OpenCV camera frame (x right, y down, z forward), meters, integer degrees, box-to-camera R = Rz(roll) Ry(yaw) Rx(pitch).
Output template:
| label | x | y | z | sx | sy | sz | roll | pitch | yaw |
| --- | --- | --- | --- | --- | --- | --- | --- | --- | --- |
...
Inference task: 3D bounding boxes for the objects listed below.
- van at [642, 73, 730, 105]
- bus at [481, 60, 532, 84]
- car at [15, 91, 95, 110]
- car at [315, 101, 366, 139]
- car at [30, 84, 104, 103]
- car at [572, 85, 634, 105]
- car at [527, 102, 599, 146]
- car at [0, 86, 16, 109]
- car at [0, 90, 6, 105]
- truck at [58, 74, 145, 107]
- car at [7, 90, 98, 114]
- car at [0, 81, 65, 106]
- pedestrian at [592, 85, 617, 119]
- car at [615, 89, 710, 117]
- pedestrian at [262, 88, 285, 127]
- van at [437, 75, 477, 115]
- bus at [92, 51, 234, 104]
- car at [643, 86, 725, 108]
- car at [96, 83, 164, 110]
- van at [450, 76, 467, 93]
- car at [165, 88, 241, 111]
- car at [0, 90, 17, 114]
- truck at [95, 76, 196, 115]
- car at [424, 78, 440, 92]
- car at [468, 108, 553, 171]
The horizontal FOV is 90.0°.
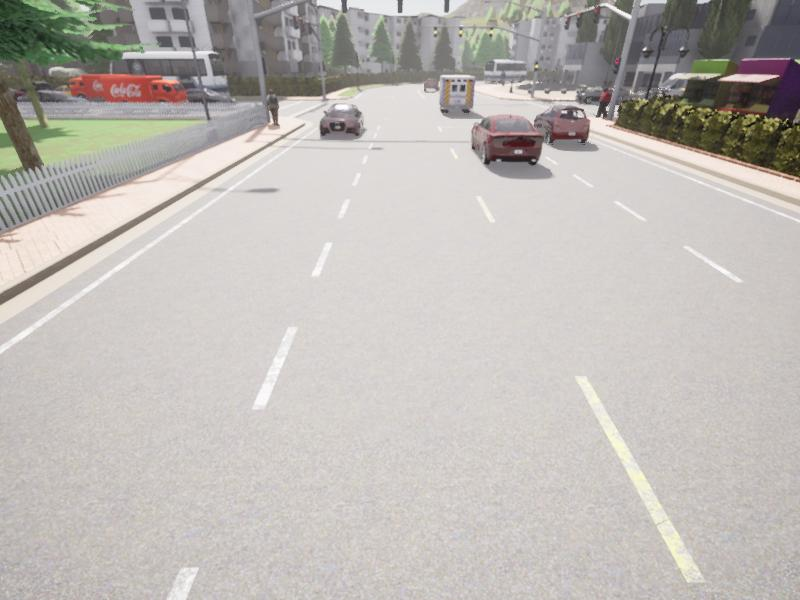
| label | x | y | z | sx | sy | sz | roll | pitch | yaw |
| --- | --- | --- | --- | --- | --- | --- | --- | --- | --- |
| van | 26.432 | -19.641 | 37.214 | 5.915 | 2.561 | 1.988 | 1 | 30 | 2 |
| bus | 22.638 | -48.673 | 85.302 | 10.273 | 4.253 | 3.944 | -18 | 35 | -28 |
| car | -28.533 | -16.569 | 33.164 | 4.718 | 1.301 | 1.895 | 1 | 30 | 2 |
| car | -2.982 | -9.481 | 20.941 | 1.994 | 1.385 | 4.181 | 0 | 30 | 1 |
| car | -32.552 | -20.293 | 39.267 | 5.366 | 1.575 | 1.801 | 1 | 30 | 2 |
| car | 19.028 | -19.322 | 37.669 | 4.514 | 1.525 | 2.007 | 1 | 30 | 2 |
| car | 7.486 | -8.323 | 18.796 | 1.845 | 1.501 | 3.633 | 0 | 30 | 1 |
| car | -35.740 | -16.842 | 33.304 | 5.027 | 1.651 | 2.152 | 1 | 30 | 2 |
| car | -39.546 | -18.637 | 36.468 | 5.008 | 1.535 | 1.882 | 1 | 30 | 2 |
| truck | -26.580 | -18.804 | 35.831 | 5.204 | 2.467 | 2.627 | 1 | 30 | 2 |
| car | -25.924 | -14.844 | 30.007 | 4.892 | 1.490 | 1.837 | 1 | 30 | 2 |
| car | -33.346 | -18.677 | 36.187 | 3.866 | 1.878 | 1.905 | 1 | 30 | 2 |
| pedestrian | 12.846 | -12.455 | 25.207 | 0.751 | 1.860 | 0.751 | 0 | 30 | 0 |
| car | 18.615 | -14.108 | 28.629 | 5.027 | 1.651 | 2.152 | 0 | 30 | 0 |
| pedestrian | -6.951 | -10.619 | 22.058 | 0.751 | 1.860 | 0.751 | 0 | 30 | 1 |
| van | 4.315 | -16.217 | 31.445 | 2.351 | 2.431 | 6.366 | 1 | 30 | 2 |
| bus | -22.138 | -21.197 | 38.169 | 10.273 | 4.253 | 3.944 | 1 | 30 | 2 |
| car | 24.347 | -17.481 | 34.460 | 5.366 | 1.575 | 1.801 | 1 | 30 | 2 |
| car | -22.060 | -16.708 | 32.812 | 3.866 | 1.878 | 1.905 | 1 | 30 | 2 |
| van | 7.911 | -29.356 | 54.420 | 1.775 | 1.987 | 4.442 | 0 | 30 | 1 |
| car | -15.989 | -16.435 | 32.724 | 4.902 | 1.511 | 2.128 | 1 | 30 | 2 |
| car | -32.481 | -14.962 | 30.209 | 4.892 | 1.490 | 1.837 | 1 | 30 | 2 |
| truck | -18.571 | -15.133 | 29.537 | 5.204 | 2.467 | 2.627 | 1 | 30 | 2 |
| car | 4.578 | -31.128 | 57.821 | 2.152 | 1.651 | 5.027 | 2 | 30 | 3 |
| car | 3.931 | -6.258 | 15.245 | 1.882 | 1.535 | 5.008 | 0 | 30 | 0 |
